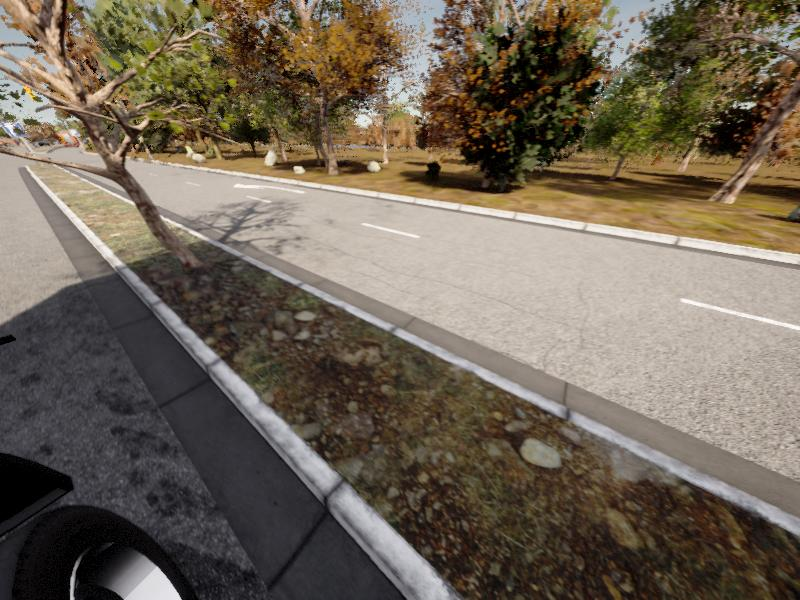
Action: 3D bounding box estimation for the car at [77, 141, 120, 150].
[{"bbox_3d":[-65.620,-33.809,50.418,1.946,1.575,5.366,13,36,18],"label":"car"}]

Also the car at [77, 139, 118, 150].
[{"bbox_3d":[-63.475,-32.672,48.582,2.185,1.767,4.553,13,36,17],"label":"car"}]

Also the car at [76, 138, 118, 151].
[{"bbox_3d":[-61.262,-31.596,46.874,1.878,1.987,4.442,13,36,17],"label":"car"}]
